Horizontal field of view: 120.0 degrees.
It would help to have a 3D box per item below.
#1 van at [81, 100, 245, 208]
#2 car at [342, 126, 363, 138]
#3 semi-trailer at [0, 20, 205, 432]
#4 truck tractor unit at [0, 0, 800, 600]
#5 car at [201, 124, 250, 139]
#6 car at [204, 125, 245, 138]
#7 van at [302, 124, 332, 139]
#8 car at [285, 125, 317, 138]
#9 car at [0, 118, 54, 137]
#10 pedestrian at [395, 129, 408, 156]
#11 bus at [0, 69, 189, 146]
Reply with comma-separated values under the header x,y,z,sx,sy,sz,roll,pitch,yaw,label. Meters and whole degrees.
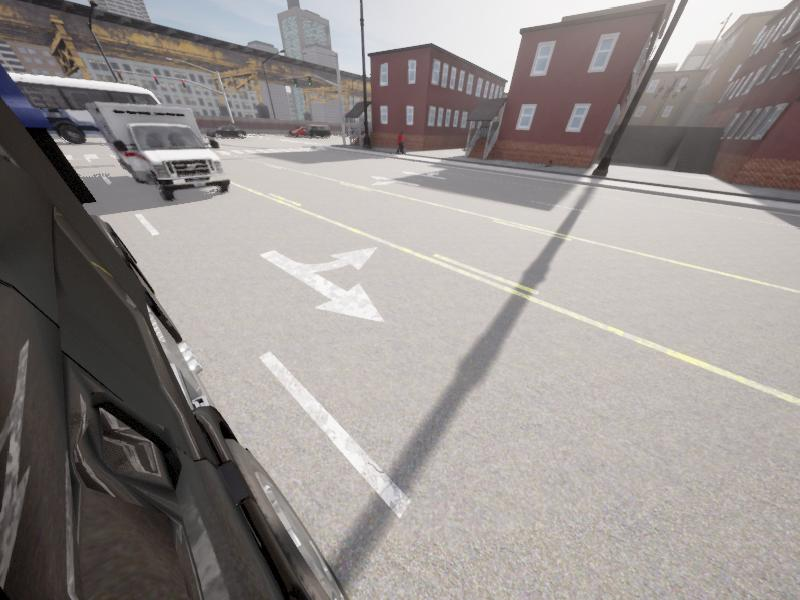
x,y,z,sx,sy,sz,roll,pitch,yaw,label
-8.720,-5.533,8.453,6.366,2.431,2.351,28,44,30,van
-10.088,-35.808,49.241,1.905,1.878,3.866,28,44,30,car
-8.898,-3.464,4.017,14.254,4.402,2.717,26,43,27,semi-trailer
-2.645,-0.295,0.351,6.516,4.208,3.053,28,44,30,truck tractor unit
-23.746,-23.016,31.623,1.837,1.490,4.892,28,44,30,car
-25.760,-24.856,34.058,1.994,1.385,4.181,28,44,30,car
-14.495,-29.553,40.528,1.775,1.987,4.442,28,44,30,van
-17.822,-30.413,41.733,2.242,1.667,4.611,28,43,30,car
-37.960,-16.497,22.102,2.033,1.411,5.357,28,44,30,car
0.096,-13.651,20.032,0.751,1.860,0.751,27,43,29,pedestrian
-26.106,-16.044,19.862,3.944,4.253,10.273,28,44,30,bus
